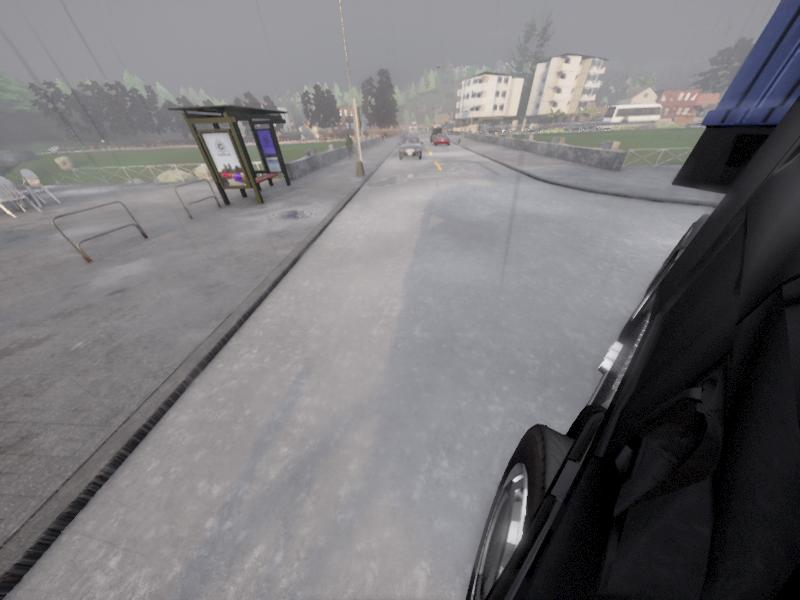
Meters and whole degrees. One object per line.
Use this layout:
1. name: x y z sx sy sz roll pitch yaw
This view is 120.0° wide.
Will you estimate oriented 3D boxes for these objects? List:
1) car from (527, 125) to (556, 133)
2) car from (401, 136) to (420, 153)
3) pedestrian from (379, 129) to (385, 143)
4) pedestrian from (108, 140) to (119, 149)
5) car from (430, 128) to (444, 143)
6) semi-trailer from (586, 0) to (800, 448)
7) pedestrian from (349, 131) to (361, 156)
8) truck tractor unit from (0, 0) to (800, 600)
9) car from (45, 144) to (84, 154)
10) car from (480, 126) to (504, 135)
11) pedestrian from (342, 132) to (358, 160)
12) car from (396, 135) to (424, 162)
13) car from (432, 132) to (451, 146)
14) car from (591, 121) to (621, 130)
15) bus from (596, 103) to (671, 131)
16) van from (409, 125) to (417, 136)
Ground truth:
1. car: 33.640 -40.830 55.091 5.357 1.411 2.033 0 37 3
2. car: 1.196 -17.084 25.299 1.895 1.301 4.718 0 37 3
3. pedestrian: -3.031 -28.442 40.033 0.751 1.860 0.751 3 37 7
4. pedestrian: -79.636 -43.245 64.198 0.751 1.860 0.751 2 37 6
5. car: 5.968 -26.739 37.430 1.905 1.878 3.866 0 37 3
6. semi-trailer: 9.994 -2.001 2.032 14.254 4.402 2.717 -8 37 -7
7. pedestrian: -4.274 -14.924 22.040 0.751 1.860 0.751 1 37 4
8. truck tractor unit: 2.645 -0.295 0.351 6.516 4.208 3.053 -28 44 -30
9. car: -83.379 -37.609 57.530 2.152 1.651 5.027 0 37 3
10. car: 22.020 -40.871 55.729 4.892 1.490 1.837 1 37 4
11. pedestrian: -4.051 -12.475 18.755 0.751 1.860 0.751 4 37 8
12. car: 0.937 -12.986 19.658 2.128 1.511 4.902 1 37 4
13. car: 5.603 -22.010 31.569 1.994 1.385 4.181 0 37 3
14. car: 48.171 -40.825 54.170 4.892 1.490 1.837 0 37 3
15. bus: 50.213 -39.594 50.105 10.273 4.253 3.944 0 37 3
16. van: 4.197 -53.722 73.141 2.351 2.431 6.366 0 37 3
